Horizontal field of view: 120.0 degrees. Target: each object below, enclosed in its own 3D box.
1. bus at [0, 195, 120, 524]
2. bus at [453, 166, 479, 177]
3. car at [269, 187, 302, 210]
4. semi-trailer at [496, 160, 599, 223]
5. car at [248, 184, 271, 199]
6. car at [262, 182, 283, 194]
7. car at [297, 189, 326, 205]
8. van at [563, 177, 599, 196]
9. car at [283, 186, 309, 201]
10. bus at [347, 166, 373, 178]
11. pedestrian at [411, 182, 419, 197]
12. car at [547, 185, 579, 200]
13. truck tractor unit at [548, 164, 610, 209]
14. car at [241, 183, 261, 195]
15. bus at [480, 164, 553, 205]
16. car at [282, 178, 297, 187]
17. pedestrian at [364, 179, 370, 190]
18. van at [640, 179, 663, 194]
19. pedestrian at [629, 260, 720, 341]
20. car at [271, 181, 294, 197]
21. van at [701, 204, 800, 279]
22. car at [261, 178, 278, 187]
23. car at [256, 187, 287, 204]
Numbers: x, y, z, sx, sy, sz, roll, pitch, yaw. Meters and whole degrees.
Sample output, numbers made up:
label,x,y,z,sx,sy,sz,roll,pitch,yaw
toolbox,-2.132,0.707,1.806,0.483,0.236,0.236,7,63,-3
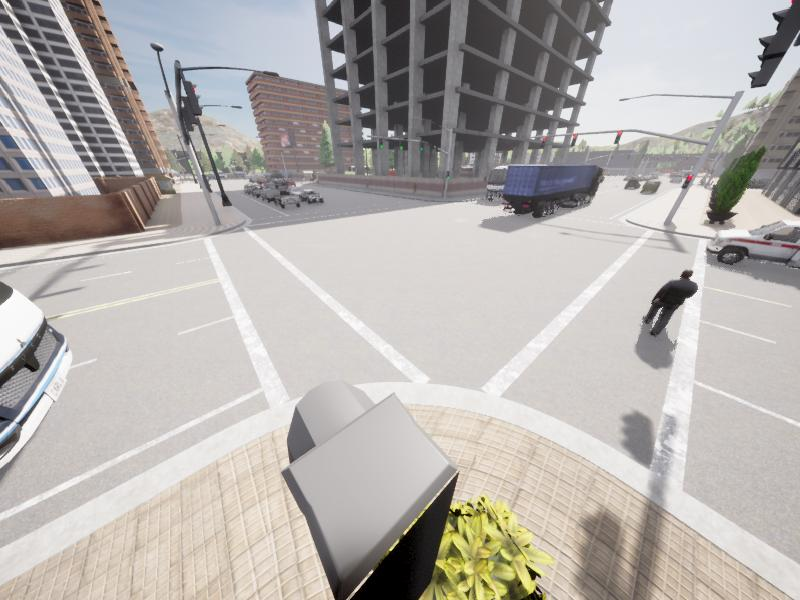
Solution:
label,x,y,z,sx,sy,sz,roll,pitch,yaw
bus,-9.885,1.753,0.719,10.273,4.253,3.944,-23,37,-34
bus,28.561,-56.063,100.738,3.944,4.253,10.273,-23,37,-34
car,-13.065,-11.646,26.299,1.932,1.855,4.605,-21,36,-32
semi-trailer,14.945,-11.000,22.641,14.254,4.402,2.717,-23,37,-34
car,-21.131,-16.369,34.750,1.851,1.617,3.988,-22,37,-34
car,-22.848,-20.105,41.335,1.837,1.490,4.892,-22,37,-33
car,-11.249,-13.098,29.215,1.970,1.475,3.806,-22,37,-33
van,29.749,-18.670,37.915,6.366,2.431,2.351,-23,37,-34
car,-14.901,-15.280,33.028,1.812,1.442,4.674,-22,37,-34
bus,-16.947,-54.637,98.379,10.273,4.253,3.944,-23,37,-34
pedestrian,2.173,-16.382,34.169,0.751,1.860,0.751,-20,36,-31
car,23.938,-15.821,33.898,4.902,1.511,2.128,-23,37,-34
truck tractor unit,20.995,-13.466,27.111,6.516,4.208,3.053,-23,37,-34
car,-25.067,-18.693,38.909,1.816,1.474,4.193,-22,37,-34
bus,15.792,-15.784,31.093,10.273,4.253,3.944,-23,37,-34
car,-25.844,-27.431,53.964,1.789,1.549,3.705,-23,37,-34
pedestrian,-6.188,-21.796,43.543,0.751,1.860,0.751,-21,36,-32
van,44.691,-20.200,41.005,4.442,1.987,1.775,-23,37,-34
pedestrian,7.019,0.024,6.055,0.751,1.860,0.751,18,35,28
car,-18.776,-17.815,36.971,1.905,1.878,3.866,-23,37,-34
van,17.625,-2.109,9.231,2.351,2.431,6.366,-23,37,-34
car,-30.602,-27.593,54.171,2.033,1.649,4.856,-22,37,-34
car,-17.016,-13.831,30.482,2.163,1.488,4.792,-23,37,-34
